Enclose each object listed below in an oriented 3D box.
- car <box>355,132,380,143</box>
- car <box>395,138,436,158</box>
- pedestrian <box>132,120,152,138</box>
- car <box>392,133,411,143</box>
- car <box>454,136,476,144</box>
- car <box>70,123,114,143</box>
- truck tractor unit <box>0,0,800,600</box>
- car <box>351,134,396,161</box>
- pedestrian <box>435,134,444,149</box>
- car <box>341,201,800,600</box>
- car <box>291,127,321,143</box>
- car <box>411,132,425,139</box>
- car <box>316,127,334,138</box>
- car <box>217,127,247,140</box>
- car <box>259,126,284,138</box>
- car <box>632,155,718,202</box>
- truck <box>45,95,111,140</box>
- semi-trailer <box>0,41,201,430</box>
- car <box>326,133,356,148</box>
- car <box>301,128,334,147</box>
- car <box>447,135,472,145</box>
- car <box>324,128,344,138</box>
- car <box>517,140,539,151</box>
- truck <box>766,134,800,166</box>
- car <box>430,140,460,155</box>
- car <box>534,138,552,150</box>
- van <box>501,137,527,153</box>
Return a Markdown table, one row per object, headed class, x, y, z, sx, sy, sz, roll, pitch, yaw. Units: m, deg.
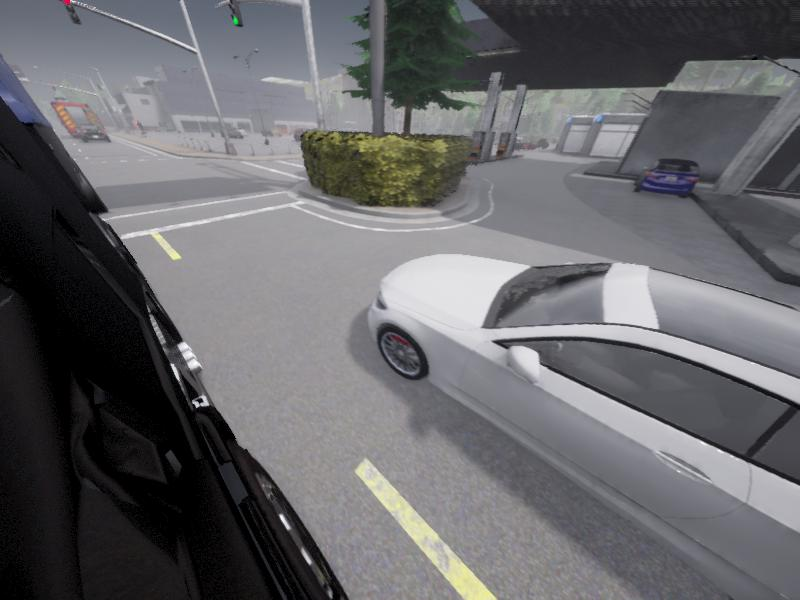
| class | x | y | z | sx | sy | sz | roll | pitch | yaw |
| --- | --- | --- | --- | --- | --- | --- | --- | --- | --- |
| car | -6.163 | -30.759 | 43.724 | 4.514 | 1.523 | 2.007 | 27 | 43 | 30 |
| car | 1.781 | -17.149 | 25.945 | 2.033 | 1.649 | 4.856 | 28 | 43 | 30 |
| pedestrian | -33.522 | -22.223 | 30.008 | 0.751 | 1.860 | 0.751 | 13 | 38 | 14 |
| car | 0.271 | -35.103 | 50.016 | 3.633 | 1.501 | 1.845 | 27 | 43 | 30 |
| car | 15.715 | -38.594 | 55.660 | 4.514 | 1.523 | 2.007 | 27 | 43 | 30 |
| car | -32.659 | -17.689 | 24.481 | 4.974 | 1.542 | 2.038 | 28 | 43 | 30 |
| truck tractor unit | -2.645 | -0.295 | 0.351 | 6.516 | 4.208 | 3.053 | 28 | 44 | 30 |
| car | -2.378 | -14.443 | 21.818 | 1.905 | 1.878 | 3.866 | 28 | 43 | 30 |
| pedestrian | 6.009 | -24.170 | 35.214 | 0.751 | 1.860 | 0.751 | 28 | 43 | 30 |
| car | 1.785 | 0.517 | 1.977 | 4.674 | 1.442 | 1.812 | 28 | 43 | 30 |
| car | -14.682 | -25.749 | 36.106 | 4.605 | 1.855 | 1.932 | 27 | 43 | 30 |
| car | 6.213 | -57.071 | 80.131 | 4.605 | 1.855 | 1.932 | 27 | 43 | 30 |
| car | -17.809 | -39.720 | 54.843 | 3.866 | 1.878 | 1.905 | 27 | 43 | 30 |
| car | -26.815 | -26.562 | 36.860 | 4.514 | 1.523 | 2.007 | 27 | 43 | 30 |
| car | -26.008 | -34.053 | 46.821 | 5.027 | 1.636 | 2.152 | 27 | 43 | 30 |
| car | 14.966 | -6.963 | 12.957 | 2.242 | 1.667 | 4.611 | 27 | 43 | 30 |
| truck | -39.442 | -22.202 | 28.284 | 8.468 | 3.827 | 2.891 | 28 | 43 | 30 |
| semi-trailer | -8.732 | -3.476 | 4.344 | 14.254 | 4.402 | 2.717 | 27 | 43 | 31 |
| car | -8.162 | -22.151 | 32.042 | 3.806 | 1.475 | 1.970 | 27 | 43 | 30 |
| car | -10.752 | -21.168 | 30.083 | 3.866 | 1.878 | 1.905 | 27 | 43 | 30 |
| car | 13.746 | -37.206 | 53.651 | 5.027 | 1.636 | 2.152 | 27 | 43 | 30 |
| car | -16.264 | -41.142 | 56.894 | 4.605 | 1.855 | 1.932 | 27 | 43 | 30 |
| car | 23.951 | -28.864 | 43.178 | 2.007 | 1.525 | 4.514 | 28 | 43 | 30 |
| truck | 61.544 | -22.184 | 34.307 | 2.891 | 3.827 | 8.468 | 16 | 39 | 18 |
| car | 5.857 | -19.844 | 29.959 | 1.970 | 1.475 | 3.806 | 28 | 43 | 30 |
| car | 30.840 | -33.656 | 49.763 | 1.905 | 1.878 | 3.866 | 28 | 44 | 30 |
| van | 18.770 | -25.566 | 37.978 | 2.069 | 2.038 | 4.480 | 28 | 43 | 30 |
